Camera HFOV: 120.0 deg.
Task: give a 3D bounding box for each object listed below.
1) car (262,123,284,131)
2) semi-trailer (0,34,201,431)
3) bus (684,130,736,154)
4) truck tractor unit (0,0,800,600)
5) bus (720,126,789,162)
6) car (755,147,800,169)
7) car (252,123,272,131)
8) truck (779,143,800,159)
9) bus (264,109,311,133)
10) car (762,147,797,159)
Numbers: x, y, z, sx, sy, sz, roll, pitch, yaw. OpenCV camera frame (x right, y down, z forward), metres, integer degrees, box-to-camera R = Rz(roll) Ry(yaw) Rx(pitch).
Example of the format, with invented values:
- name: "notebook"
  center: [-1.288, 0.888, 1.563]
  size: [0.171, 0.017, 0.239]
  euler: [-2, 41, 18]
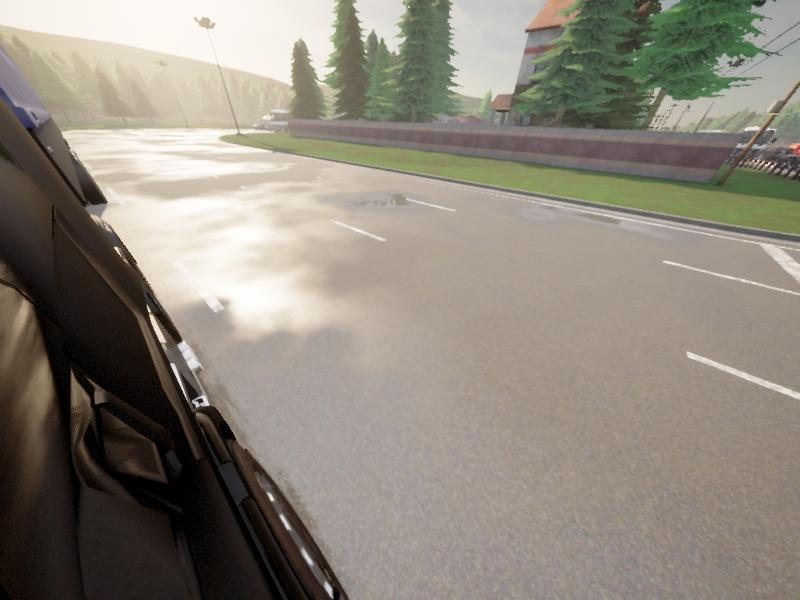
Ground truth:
- name: "car"
  center: [-33.002, -45.077, 60.264]
  size: [2.033, 1.649, 4.856]
  euler: [14, 38, 15]
- name: "semi-trailer"
  center: [-8.652, -3.639, 4.269]
  size: [14.254, 4.402, 2.717]
  euler: [29, 44, 30]
- name: "bus"
  center: [72.337, -37.319, 54.371]
  size: [3.944, 4.253, 10.273]
  euler: [23, 41, 27]
- name: "truck tractor unit"
  center: [-2.645, -0.295, 0.352]
  size: [6.516, 4.208, 3.053]
  euler: [28, 44, 30]
- name: "bus"
  center: [56.452, -25.254, 37.300]
  size: [10.273, 4.253, 3.944]
  euler: [-27, 46, -33]
- name: "car"
  center: [47.449, -17.707, 28.639]
  size: [1.905, 1.878, 3.866]
  euler: [19, 41, 21]
- name: "car"
  center: [-36.431, -45.619, 60.905]
  size: [1.816, 1.474, 4.193]
  euler: [14, 38, 15]
- name: "truck"
  center: [82.070, -30.455, 47.324]
  size: [2.627, 2.467, 5.204]
  euler: [27, 43, 29]
- name: "bus"
  center: [-26.937, -43.445, 56.291]
  size: [3.944, 4.253, 10.273]
  euler: [12, 38, 12]
- name: "car"
  center: [77.206, -30.020, 47.107]
  size: [2.242, 1.667, 4.611]
  euler: [27, 43, 29]
